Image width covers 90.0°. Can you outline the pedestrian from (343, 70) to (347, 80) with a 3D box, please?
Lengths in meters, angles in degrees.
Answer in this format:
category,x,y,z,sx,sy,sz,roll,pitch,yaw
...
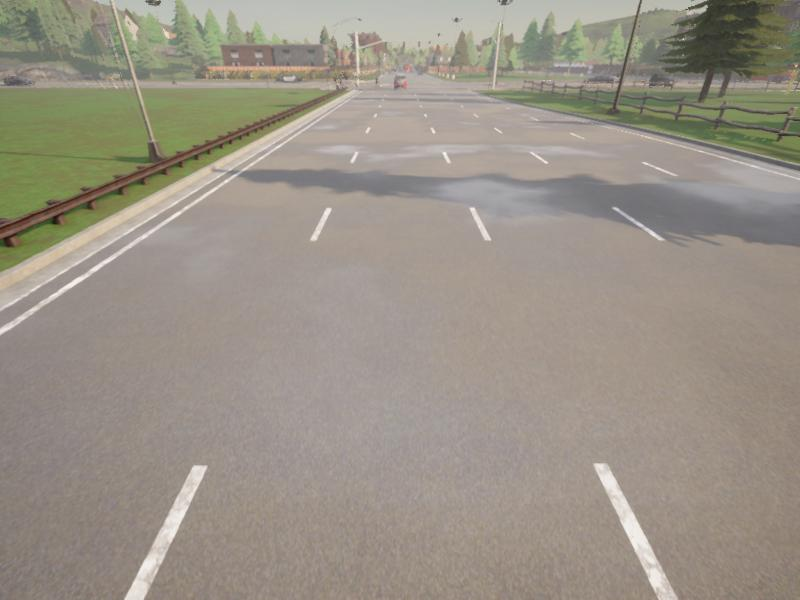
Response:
category,x,y,z,sx,sy,sz,roll,pitch,yaw
pedestrian,-12.307,-50.066,89.128,0.751,1.860,0.751,-1,30,-2

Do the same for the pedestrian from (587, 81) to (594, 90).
category,x,y,z,sx,sy,sz,roll,pitch,yaw
pedestrian,25.406,-28.609,53.316,0.500,1.100,0.500,2,30,3

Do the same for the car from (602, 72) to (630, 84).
category,x,y,z,sx,sy,sz,roll,pitch,yaw
car,40.869,-42.079,75.873,3.866,1.878,1.905,0,30,1

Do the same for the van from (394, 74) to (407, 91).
category,x,y,z,sx,sy,sz,roll,pitch,yaw
van,0.057,-30.555,56.095,1.775,1.987,4.442,0,30,0

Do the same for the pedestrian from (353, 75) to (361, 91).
category,x,y,z,sx,sy,sz,roll,pitch,yaw
pedestrian,-5.843,-29.578,54.507,0.751,1.860,0.751,4,31,6

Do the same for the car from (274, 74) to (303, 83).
category,x,y,z,sx,sy,sz,roll,pitch,yaw
car,-22.124,-44.094,79.559,4.974,1.542,2.038,0,30,1

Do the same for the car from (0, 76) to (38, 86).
category,x,y,z,sx,sy,sz,roll,pitch,yaw
car,-63.763,-36.691,67.039,4.193,1.474,1.816,0,30,0

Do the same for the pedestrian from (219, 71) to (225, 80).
category,x,y,z,sx,sy,sz,roll,pitch,yaw
pedestrian,-38.776,-48.900,87.131,0.751,1.860,0.751,1,30,1

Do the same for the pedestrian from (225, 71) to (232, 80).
category,x,y,z,sx,sy,sz,roll,pitch,yaw
pedestrian,-37.457,-48.952,87.220,0.751,1.860,0.751,1,30,1

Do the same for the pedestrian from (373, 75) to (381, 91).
category,x,y,z,sx,sy,sz,roll,pitch,yaw
pedestrian,-3.132,-29.856,54.982,0.751,1.860,0.751,16,34,26

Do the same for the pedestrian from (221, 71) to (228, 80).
category,x,y,z,sx,sy,sz,roll,pitch,yaw
pedestrian,-38.153,-48.913,87.153,0.751,1.860,0.751,4,31,7

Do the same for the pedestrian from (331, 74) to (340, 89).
category,x,y,z,sx,sy,sz,roll,pitch,yaw
pedestrian,-8.874,-30.139,55.160,0.751,1.860,0.751,27,40,37

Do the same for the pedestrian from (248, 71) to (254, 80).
category,x,y,z,sx,sy,sz,roll,pitch,yaw
pedestrian,-32.514,-48.950,87.219,0.751,1.860,0.751,0,30,1

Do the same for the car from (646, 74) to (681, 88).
category,x,y,z,sx,sy,sz,roll,pitch,yaw
car,41.368,-34.485,62.928,3.866,1.878,1.905,0,30,1

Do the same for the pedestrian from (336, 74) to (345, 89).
category,x,y,z,sx,sy,sz,roll,pitch,yaw
pedestrian,-8.211,-30.286,55.408,0.751,1.860,0.751,27,40,37
